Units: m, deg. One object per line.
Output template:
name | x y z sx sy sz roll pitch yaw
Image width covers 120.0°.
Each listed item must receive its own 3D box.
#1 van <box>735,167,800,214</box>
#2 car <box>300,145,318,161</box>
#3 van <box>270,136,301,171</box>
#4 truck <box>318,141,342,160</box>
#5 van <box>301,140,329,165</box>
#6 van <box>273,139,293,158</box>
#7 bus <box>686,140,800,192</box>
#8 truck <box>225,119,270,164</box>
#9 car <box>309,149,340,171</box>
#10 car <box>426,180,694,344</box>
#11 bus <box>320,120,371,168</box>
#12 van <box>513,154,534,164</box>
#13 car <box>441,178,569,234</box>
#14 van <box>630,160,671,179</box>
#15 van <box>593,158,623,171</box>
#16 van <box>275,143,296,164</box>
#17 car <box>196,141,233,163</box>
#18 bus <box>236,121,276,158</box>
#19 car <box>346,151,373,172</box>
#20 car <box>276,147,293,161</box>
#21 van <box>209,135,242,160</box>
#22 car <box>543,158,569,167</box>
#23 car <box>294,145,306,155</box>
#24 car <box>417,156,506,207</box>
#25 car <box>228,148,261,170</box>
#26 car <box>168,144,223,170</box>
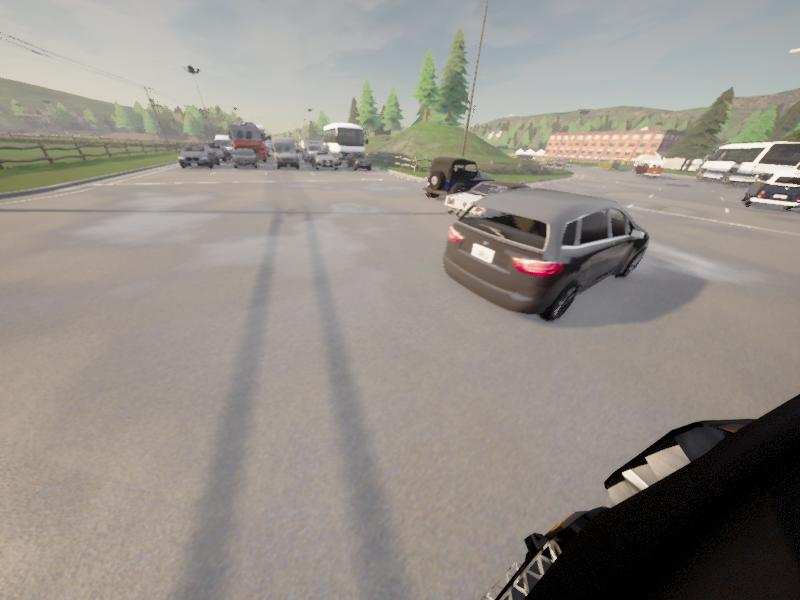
van | 23.238 -6.845 14.204 4.480 2.038 2.069 -25 43 -35
car | -14.001 -22.721 35.570 1.905 1.878 3.866 -12 36 -21
van | -11.236 -14.477 22.725 1.988 2.561 5.915 -11 36 -20
truck | -11.566 -24.621 38.122 2.627 2.467 5.204 -12 35 -21
van | -11.114 -19.155 29.908 2.351 2.431 6.366 -11 36 -20
van | -20.147 -26.172 39.844 2.351 2.431 6.366 -11 36 -21
bus | 41.183 -16.296 27.810 3.944 4.253 10.273 19 37 20
truck | -17.978 -19.042 27.959 2.891 3.827 8.468 -11 36 -21
car | -7.883 -14.542 23.904 2.152 1.651 5.027 -11 36 -21
car | 3.099 -1.259 4.597 4.611 1.667 2.242 -18 39 -28
bus | -7.164 -19.815 29.544 3.944 4.253 10.273 -11 36 -21
van | 30.870 -35.355 57.912 1.775 1.987 4.442 -9 35 -17
car | 4.013 -3.735 8.748 4.718 1.301 1.895 -19 39 -29
van | 36.375 -19.161 33.796 2.069 2.038 4.480 15 36 16
van | 43.272 -28.292 48.156 1.775 1.987 4.442 1 33 -2
van | -13.984 -17.856 28.131 1.775 1.987 4.442 -11 36 -20
car | -20.370 -16.449 25.628 1.932 1.855 4.605 -11 36 -20
bus | -22.861 -25.845 37.490 3.944 4.253 10.273 -11 36 -21
car | -4.353 -14.763 24.515 1.851 1.617 3.988 -11 36 -20
car | -16.551 -21.005 33.192 1.812 1.442 4.674 -12 36 -21
van | -23.387 -20.717 31.248 1.988 2.561 5.915 -11 37 -20
car | 35.852 -31.652 53.147 2.163 1.488 4.792 -3 34 -8
car | -22.459 -33.762 51.859 1.930 1.638 5.238 -11 36 -21
car | 3.052 -6.005 11.567 3.866 1.878 1.905 -19 39 -30
car | -14.457 -13.373 21.765 1.837 1.490 4.892 -11 36 -21
car | -17.443 -12.502 20.067 2.242 1.667 4.611 -12 36 -21
